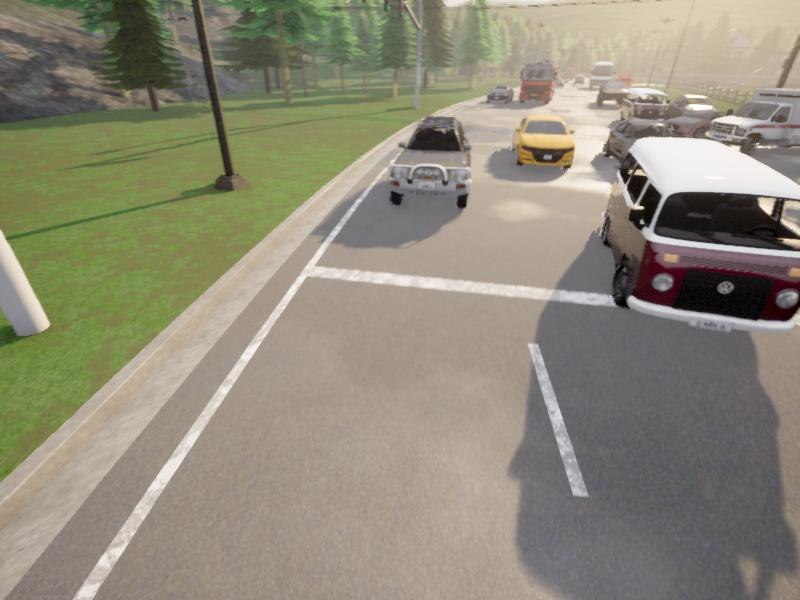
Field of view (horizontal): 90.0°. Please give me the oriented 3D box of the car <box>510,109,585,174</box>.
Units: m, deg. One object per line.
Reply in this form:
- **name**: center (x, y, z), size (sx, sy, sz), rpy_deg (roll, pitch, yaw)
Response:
- **car**: center (5.400, -6.200, 15.290), size (1.882, 1.535, 5.008), rpy_deg (6, 30, 9)

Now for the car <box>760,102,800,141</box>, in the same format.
- **car**: center (22.873, -9.392, 21.182), size (5.027, 1.651, 2.152), rpy_deg (5, 31, 7)

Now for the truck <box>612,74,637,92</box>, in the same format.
- **truck**: center (36.806, -35.668, 65.752), size (2.627, 2.467, 5.204), rpy_deg (12, 32, 18)

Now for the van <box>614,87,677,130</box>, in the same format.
- **van**: center (15.375, -12.213, 25.380), size (2.069, 2.038, 4.480), rpy_deg (9, 31, 13)

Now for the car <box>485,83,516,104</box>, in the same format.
- **car**: center (10.425, -21.301, 41.212), size (2.152, 1.651, 5.027), rpy_deg (12, 32, 18)

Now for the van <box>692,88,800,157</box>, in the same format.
- **van**: center (16.936, -7.798, 17.481), size (6.366, 2.431, 2.351), rpy_deg (-4, 31, -9)

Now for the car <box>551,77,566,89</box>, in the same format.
- **car**: center (29.766, -40.787, 75.140), size (2.152, 1.651, 5.027), rpy_deg (12, 32, 18)

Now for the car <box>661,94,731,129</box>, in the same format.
- **car**: center (19.281, -12.510, 26.368), size (2.242, 1.667, 4.611), rpy_deg (9, 31, 14)

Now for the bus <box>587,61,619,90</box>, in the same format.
- **bus**: center (36.715, -40.904, 72.943), size (3.944, 4.253, 10.273), rpy_deg (12, 32, 18)

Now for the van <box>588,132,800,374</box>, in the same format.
- **van**: center (4.404, -1.235, 6.267), size (2.069, 2.038, 4.480), rpy_deg (10, 31, 17)

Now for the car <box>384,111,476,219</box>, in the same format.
- **car**: center (0.964, -3.886, 10.862), size (1.932, 1.855, 4.605), rpy_deg (5, 30, 7)

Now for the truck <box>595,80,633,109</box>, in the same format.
- **truck**: center (20.638, -20.037, 38.872), size (2.390, 2.098, 6.274), rpy_deg (12, 32, 18)

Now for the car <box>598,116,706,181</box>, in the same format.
- **car**: center (8.779, -5.609, 14.439), size (1.816, 1.474, 4.193), rpy_deg (6, 31, 9)

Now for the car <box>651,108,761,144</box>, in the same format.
- **car**: center (15.604, -8.976, 20.510), size (4.181, 1.385, 1.994), rpy_deg (-7, 31, -13)

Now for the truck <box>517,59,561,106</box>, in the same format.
- **truck**: center (14.452, -22.551, 41.286), size (2.891, 3.827, 8.468), rpy_deg (12, 32, 18)
